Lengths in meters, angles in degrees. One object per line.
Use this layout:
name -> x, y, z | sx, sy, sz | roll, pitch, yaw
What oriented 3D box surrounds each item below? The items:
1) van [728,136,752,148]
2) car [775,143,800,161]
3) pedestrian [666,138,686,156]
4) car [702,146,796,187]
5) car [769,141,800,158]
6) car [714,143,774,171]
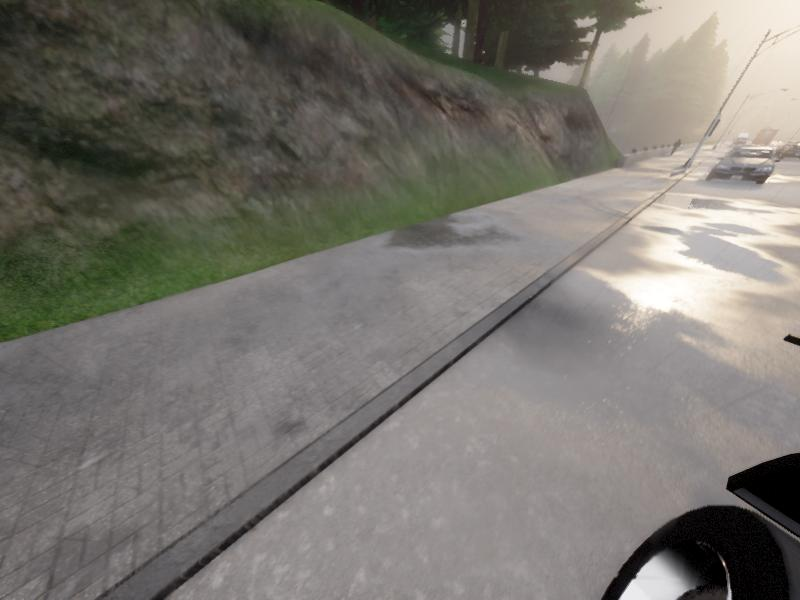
van -> 72.314, -33.694, 49.209 | 4.480, 2.038, 2.069 | -26, 43, -32
car -> 43.376, -16.243, 25.264 | 4.193, 1.474, 1.816 | -26, 43, -32
pedestrian -> 33.591, -18.646, 28.138 | 0.751, 1.860, 0.751 | 29, 45, 35
car -> 20.182, -7.973, 13.567 | 4.611, 1.667, 2.242 | -26, 43, -32
car -> 48.423, -18.740, 28.707 | 4.974, 1.542, 2.038 | -26, 43, -32
car -> 28.047, -11.814, 18.971 | 4.856, 1.649, 2.033 | -26, 43, -32
